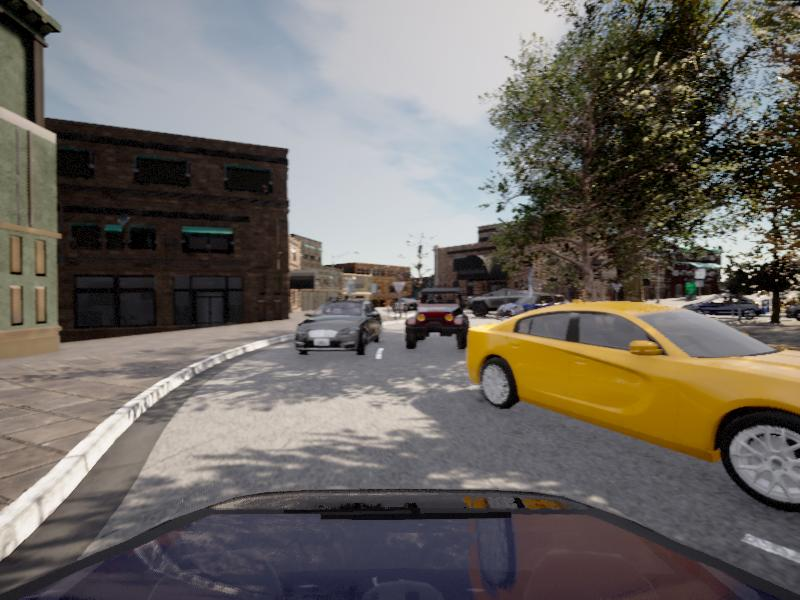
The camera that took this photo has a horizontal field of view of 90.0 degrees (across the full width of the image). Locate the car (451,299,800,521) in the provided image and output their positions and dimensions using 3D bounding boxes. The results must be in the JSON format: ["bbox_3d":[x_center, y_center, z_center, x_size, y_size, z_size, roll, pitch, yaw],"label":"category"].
[{"bbox_3d":[2.832,0.770,4.814,1.882,1.535,5.008,-1,1,-27],"label":"car"}]

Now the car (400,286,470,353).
[{"bbox_3d":[1.304,0.537,13.174,1.905,1.878,3.866,0,0,10],"label":"car"}]

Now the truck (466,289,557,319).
[{"bbox_3d":[8.239,0.248,29.523,6.274,2.098,2.390,0,1,21],"label":"truck"}]

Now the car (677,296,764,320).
[{"bbox_3d":[21.053,0.483,26.499,4.193,1.474,1.816,0,0,24],"label":"car"}]

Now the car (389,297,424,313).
[{"bbox_3d":[0.589,0.537,42.884,2.038,1.542,4.974,-1,0,-21],"label":"car"}]

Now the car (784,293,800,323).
[{"bbox_3d":[23.606,0.436,21.658,3.988,1.617,1.851,0,1,42],"label":"car"}]

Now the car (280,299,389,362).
[{"bbox_3d":[-1.705,0.757,12.355,2.128,1.511,4.902,-1,0,6],"label":"car"}]

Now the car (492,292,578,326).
[{"bbox_3d":[7.778,0.456,23.041,4.553,1.767,2.097,-1,0,-26],"label":"car"}]
